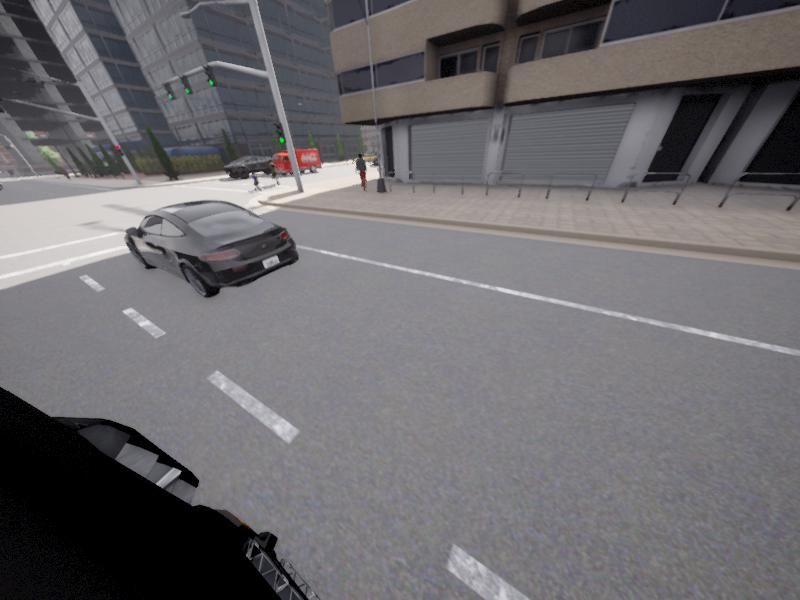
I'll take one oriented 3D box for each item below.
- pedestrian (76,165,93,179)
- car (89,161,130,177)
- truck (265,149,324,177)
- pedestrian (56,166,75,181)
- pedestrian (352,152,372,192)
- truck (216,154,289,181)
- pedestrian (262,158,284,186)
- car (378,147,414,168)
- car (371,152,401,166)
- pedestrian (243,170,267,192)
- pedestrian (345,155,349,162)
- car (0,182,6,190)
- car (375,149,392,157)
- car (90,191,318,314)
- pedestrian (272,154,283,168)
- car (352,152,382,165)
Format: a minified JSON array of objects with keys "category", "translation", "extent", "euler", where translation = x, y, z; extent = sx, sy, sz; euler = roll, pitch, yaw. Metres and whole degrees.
[{"category":"pedestrian","translation":[-50.033,-20.333,36.675],"extent":[0.751,1.860,0.751],"euler":[-29,41,-33]},{"category":"car","translation":[-52.407,-23.758,41.882],"extent":[2.390,2.098,6.274],"euler":[-19,37,-23]},{"category":"truck","translation":[-11.937,-15.925,26.722],"extent":[2.627,2.467,5.204],"euler":[16,38,26]},{"category":"pedestrian","translation":[-49.944,-18.898,34.503],"extent":[0.751,1.860,0.751],"euler":[13,37,23]},{"category":"pedestrian","translation":[-2.052,-7.048,12.763],"extent":[0.751,1.860,0.751],"euler":[-3,34,0]},{"category":"truck","translation":[-16.447,-15.195,26.317],"extent":[2.390,2.098,6.274],"euler":[16,38,27]},{"category":"pedestrian","translation":[-10.045,-10.111,18.305],"extent":[0.751,1.860,0.751],"euler":[20,40,31]},{"category":"car","translation":[-0.414,-19.354,31.341],"extent":[2.150,2.045,5.566],"euler":[16,38,27]},{"category":"car","translation":[-2.017,-21.350,34.951],"extent":[2.038,1.542,4.974],"euler":[16,38,26]},{"category":"pedestrian","translation":[-9.998,-8.237,15.981],"extent":[0.751,1.300,0.751],"euler":[15,38,25]},{"category":"pedestrian","translation":[-10.286,-27.435,44.863],"extent":[0.500,1.100,0.500],"euler":[15,38,26]},{"category":"car","translation":[-50.021,-14.074,27.886],"extent":[4.892,1.490,1.837],"euler":[20,39,30]},{"category":"car","translation":[-4.861,-44.082,69.128],"extent":[4.553,1.767,2.097],"euler":[16,38,27]},{"category":"car","translation":[-4.333,-1.391,5.112],"extent":[4.674,1.442,1.812],"euler":[16,38,26]},{"category":"pedestrian","translation":[-19.646,-22.266,37.103],"extent":[0.751,1.860,0.751],"euler":[10,36,19]},{"category":"car","translation":[-5.734,-24.954,40.638],"extent":[1.801,1.575,5.366],"euler":[20,40,31]}]
